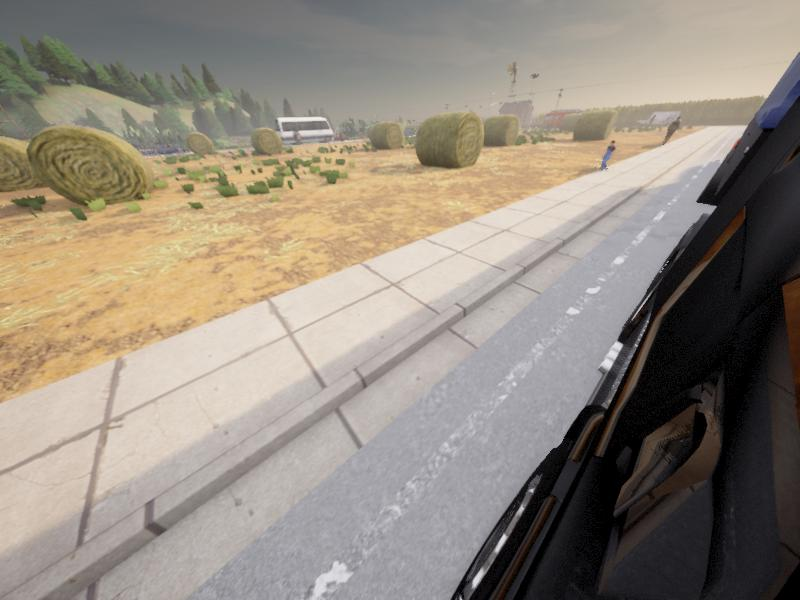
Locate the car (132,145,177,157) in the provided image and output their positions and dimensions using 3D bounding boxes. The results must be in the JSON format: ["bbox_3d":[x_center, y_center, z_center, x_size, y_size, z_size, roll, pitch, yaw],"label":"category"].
[{"bbox_3d":[-39.368,-24.065,37.220,4.718,1.301,1.895,-25,42,-27],"label":"car"}]

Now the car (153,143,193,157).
[{"bbox_3d":[-35.184,-23.494,36.032,4.193,1.474,1.816,-25,42,-27],"label":"car"}]

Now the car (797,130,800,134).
[{"bbox_3d":[40.359,-16.733,21.880,5.238,1.638,1.930,-28,44,-30],"label":"car"}]

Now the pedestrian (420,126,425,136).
[{"bbox_3d":[5.165,-38.817,53.128,0.751,1.860,0.751,-29,44,-30],"label":"pedestrian"}]

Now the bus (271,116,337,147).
[{"bbox_3d":[-18.283,-32.643,44.774,10.273,4.253,3.944,-26,42,-27],"label":"bus"}]

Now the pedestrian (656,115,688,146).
[{"bbox_3d":[20.745,-12.916,17.628,0.751,1.860,0.751,-27,43,-29],"label":"pedestrian"}]

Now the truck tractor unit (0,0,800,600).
[{"bbox_3d":[2.645,-0.295,0.351,6.516,4.208,3.053,-28,44,-30],"label":"truck tractor unit"}]

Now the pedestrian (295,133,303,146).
[{"bbox_3d":[-17.646,-28.212,40.530,0.751,1.860,0.751,-16,39,-17],"label":"pedestrian"}]

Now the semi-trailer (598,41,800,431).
[{"bbox_3d":[8.688,-3.621,4.224,14.254,4.402,2.717,-28,44,-30],"label":"semi-trailer"}]

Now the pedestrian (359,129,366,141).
[{"bbox_3d":[-7.542,-32.953,46.168,0.751,1.860,0.751,-30,45,-31],"label":"pedestrian"}]

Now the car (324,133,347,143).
[{"bbox_3d":[-14.282,-35.975,51.255,4.193,1.474,1.816,-25,42,-27],"label":"car"}]

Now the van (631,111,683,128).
[{"bbox_3d":[51.954,-36.531,46.850,2.351,2.431,6.366,-28,43,-29],"label":"van"}]

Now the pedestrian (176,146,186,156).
[{"bbox_3d":[-30.457,-20.748,32.090,0.500,1.100,0.500,-18,40,-20],"label":"pedestrian"}]

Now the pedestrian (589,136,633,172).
[{"bbox_3d":[9.504,-6.617,10.458,0.751,1.300,0.751,-10,37,-10],"label":"pedestrian"}]

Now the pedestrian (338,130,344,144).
[{"bbox_3d":[-10.444,-28.863,40.918,0.751,1.860,0.751,-3,37,0],"label":"pedestrian"}]

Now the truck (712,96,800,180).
[{"bbox_3d":[16.268,-6.890,9.693,5.204,2.467,2.627,-28,43,-30],"label":"truck"}]

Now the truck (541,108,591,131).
[{"bbox_3d":[39.114,-42.808,54.897,2.891,3.827,8.468,-27,43,-29],"label":"truck"}]

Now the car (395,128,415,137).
[{"bbox_3d":[1.282,-43.365,59.927,4.856,1.649,2.033,-26,42,-27],"label":"car"}]
